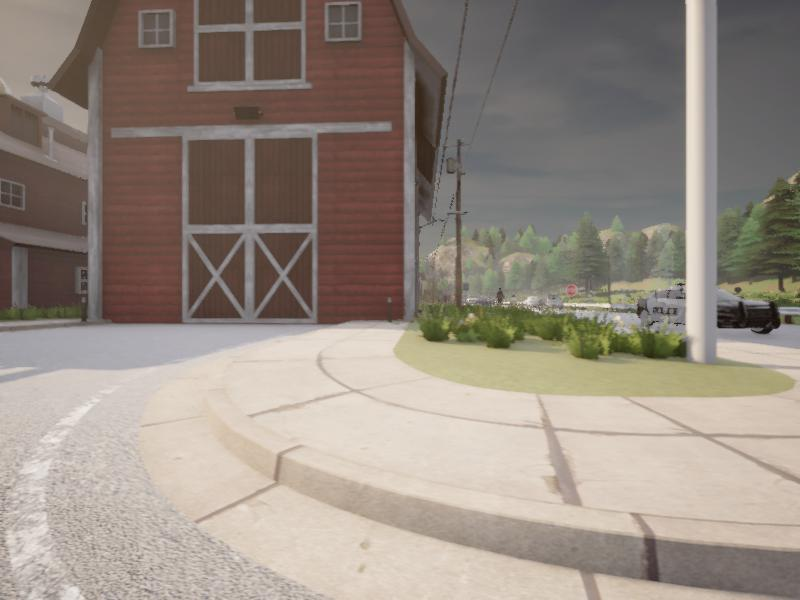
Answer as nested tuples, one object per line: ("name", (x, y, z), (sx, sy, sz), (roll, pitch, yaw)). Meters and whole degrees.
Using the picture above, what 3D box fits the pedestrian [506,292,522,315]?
("pedestrian", (6.551, 0.216, 23.031), (0.751, 1.300, 0.751), (0, 0, 3))

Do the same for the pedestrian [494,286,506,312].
("pedestrian", (7.263, -0.058, 29.204), (0.751, 1.860, 0.751), (0, 0, 7))

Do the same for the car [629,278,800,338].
("car", (10.115, 0.212, 13.570), (1.930, 1.638, 5.238), (0, 0, 3))

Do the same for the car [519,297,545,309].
("car", (15.710, 0.345, 47.735), (1.812, 1.442, 4.674), (0, 0, 3))

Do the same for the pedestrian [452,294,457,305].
("pedestrian", (9.283, -0.019, 68.655), (0.751, 1.860, 0.751), (0, 0, -2))

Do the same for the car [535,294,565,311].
("car", (15.304, 0.257, 41.033), (1.851, 1.617, 3.988), (0, 0, 3))
